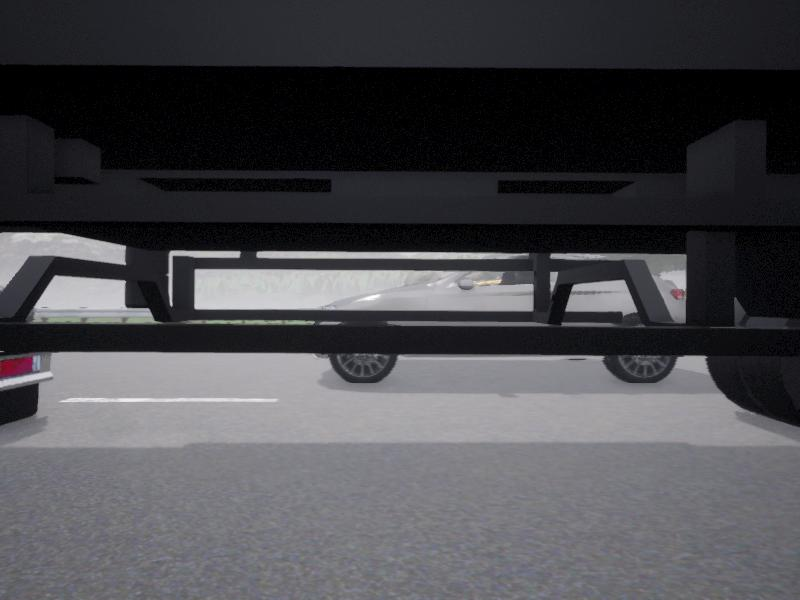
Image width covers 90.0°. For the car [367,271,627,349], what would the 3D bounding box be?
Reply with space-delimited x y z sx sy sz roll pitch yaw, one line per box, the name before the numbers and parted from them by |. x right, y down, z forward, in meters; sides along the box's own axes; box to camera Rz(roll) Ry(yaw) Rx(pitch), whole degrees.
car | 2.013 0.205 9.201 5.366 1.575 1.801 0 0 0

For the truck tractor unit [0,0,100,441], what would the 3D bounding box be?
truck tractor unit | -6.070 -1.121 2.204 6.516 4.208 3.053 0 0 0

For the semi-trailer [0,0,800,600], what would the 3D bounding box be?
semi-trailer | 1.847 -1.218 2.205 14.254 4.402 2.717 0 0 0

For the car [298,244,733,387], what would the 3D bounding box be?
car | 1.337 0.181 5.699 5.027 1.651 2.152 0 0 0

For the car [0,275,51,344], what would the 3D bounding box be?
car | -11.168 0.226 9.201 4.514 1.525 2.007 0 0 0
